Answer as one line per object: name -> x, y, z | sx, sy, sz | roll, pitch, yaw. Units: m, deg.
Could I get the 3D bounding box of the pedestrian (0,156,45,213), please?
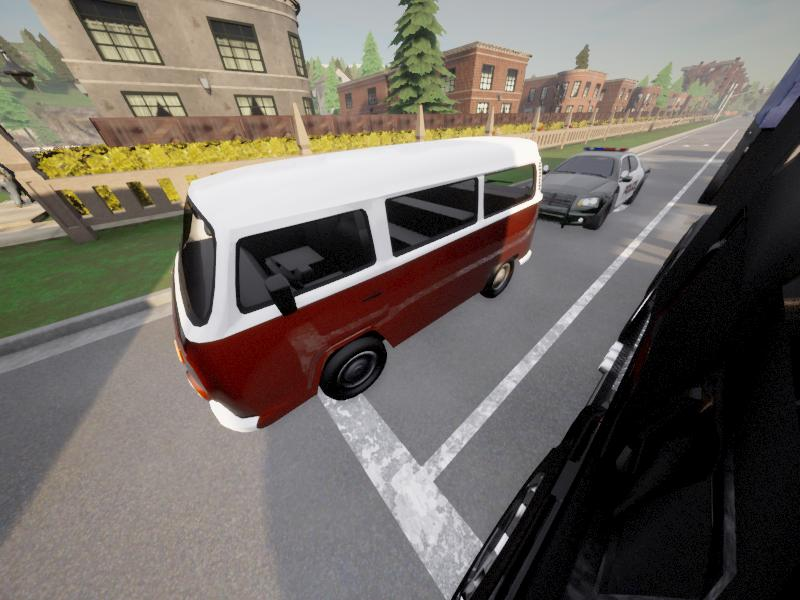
pedestrian -> -14.624, -4.312, 8.470 | 0.751, 1.860, 0.751 | -28, 43, -30

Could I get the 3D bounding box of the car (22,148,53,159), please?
car -> -71.354, -28.907, 45.505 | 1.816, 1.474, 4.193 | -25, 42, -27

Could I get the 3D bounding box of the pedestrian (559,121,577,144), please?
pedestrian -> 16.711, -16.652, 23.007 | 0.751, 1.860, 0.751 | -30, 44, -31

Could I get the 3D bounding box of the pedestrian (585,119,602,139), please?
pedestrian -> 22.775, -20.048, 27.167 | 0.751, 1.860, 0.751 | -29, 44, -31

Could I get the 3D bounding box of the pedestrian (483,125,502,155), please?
pedestrian -> 7.173, -12.446, 17.981 | 0.751, 1.860, 0.751 | -30, 44, -31

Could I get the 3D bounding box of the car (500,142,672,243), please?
car -> 5.277, -3.334, 6.489 | 4.974, 1.542, 2.038 | -28, 44, -30

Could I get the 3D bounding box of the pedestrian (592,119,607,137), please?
pedestrian -> 26.000, -22.426, 30.144 | 0.751, 1.860, 0.751 | -28, 44, -30

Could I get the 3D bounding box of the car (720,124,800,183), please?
car -> 16.057, -6.369, 9.806 | 5.027, 1.651, 2.152 | -28, 44, -30

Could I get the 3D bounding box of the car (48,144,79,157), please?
car -> -68.890, -30.654, 47.358 | 1.932, 1.855, 4.605 | -25, 42, -27

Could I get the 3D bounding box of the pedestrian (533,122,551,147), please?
pedestrian -> 13.523, -15.798, 22.064 | 0.751, 1.860, 0.751 | -25, 42, -27

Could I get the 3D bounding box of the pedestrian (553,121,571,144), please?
pedestrian -> 16.754, -17.337, 23.920 | 0.751, 1.860, 0.751 | -24, 42, -26

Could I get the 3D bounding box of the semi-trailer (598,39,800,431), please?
semi-trailer -> 8.699, -3.605, 4.225 | 14.254, 4.402, 2.717 | -28, 44, -30

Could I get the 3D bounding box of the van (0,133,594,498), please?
van -> -0.051, -0.702, 2.877 | 4.480, 2.038, 2.069 | -28, 44, -30

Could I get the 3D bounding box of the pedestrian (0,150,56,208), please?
pedestrian -> -15.050, -4.723, 9.047 | 0.751, 1.860, 0.751 | -26, 43, -28

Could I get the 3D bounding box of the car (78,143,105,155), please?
car -> -67.508, -33.146, 50.608 | 1.905, 1.878, 3.866 | -22, 41, -24

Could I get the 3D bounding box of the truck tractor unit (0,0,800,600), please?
truck tractor unit -> 2.645, -0.295, 0.351 | 6.516, 4.208, 3.053 | -28, 44, -30

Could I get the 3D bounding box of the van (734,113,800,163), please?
van -> 20.803, -9.054, 12.784 | 4.442, 1.987, 1.775 | -28, 44, -30

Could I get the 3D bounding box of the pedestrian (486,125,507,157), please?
pedestrian -> 6.945, -11.466, 16.685 | 0.751, 1.860, 0.751 | -29, 44, -31

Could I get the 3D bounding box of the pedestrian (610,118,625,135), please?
pedestrian -> 31.003, -24.756, 32.946 | 0.751, 1.860, 0.751 | -31, 45, -32
